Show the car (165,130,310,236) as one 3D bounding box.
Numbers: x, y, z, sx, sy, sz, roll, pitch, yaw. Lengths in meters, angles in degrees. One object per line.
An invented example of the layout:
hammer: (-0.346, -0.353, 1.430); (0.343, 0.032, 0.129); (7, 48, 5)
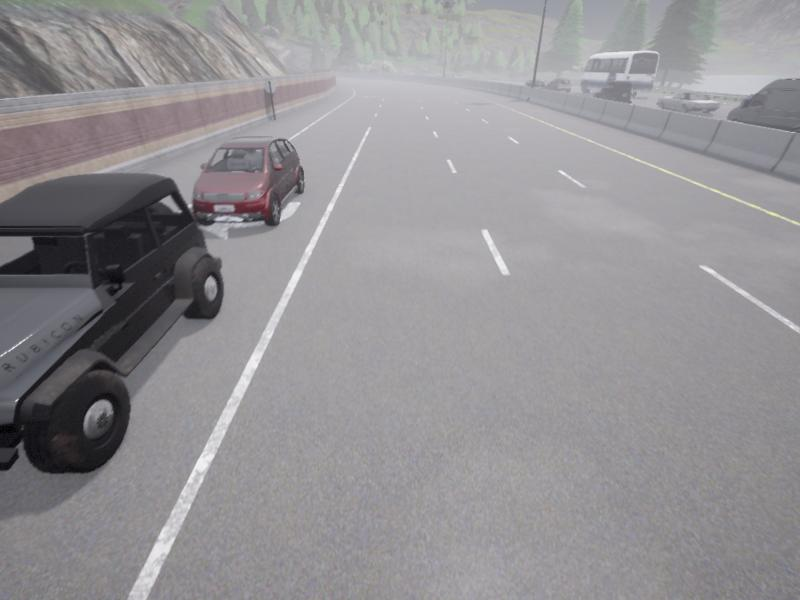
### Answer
car: (-3.465, -2.922, 9.414); (1.789, 1.549, 3.705); (0, 30, 0)

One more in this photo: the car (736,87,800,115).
car: (28.065, -14.948, 29.929); (2.007, 1.525, 4.514); (0, 30, 0)

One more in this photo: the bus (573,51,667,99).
bus: (24.237, -25.494, 45.206); (3.944, 4.253, 10.273); (-2, 30, -3)

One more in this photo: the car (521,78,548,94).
car: (16.978, -27.170, 50.725); (1.789, 1.549, 3.705); (-3, 31, -5)

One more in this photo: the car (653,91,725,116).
car: (21.063, -14.518, 29.425); (1.895, 1.301, 4.718); (0, 30, 0)

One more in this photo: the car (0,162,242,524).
car: (-3.474, -0.083, 4.244); (1.905, 1.878, 3.866); (0, 30, 0)

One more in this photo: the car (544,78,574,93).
car: (20.427, -27.661, 51.547); (1.851, 1.617, 3.988); (-3, 31, -5)

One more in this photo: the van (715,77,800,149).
van: (17.550, -8.433, 17.819); (1.988, 2.561, 5.915); (0, 29, 0)

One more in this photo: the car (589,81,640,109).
car: (17.570, -16.983, 33.036); (1.905, 1.878, 3.866); (0, 30, 0)
